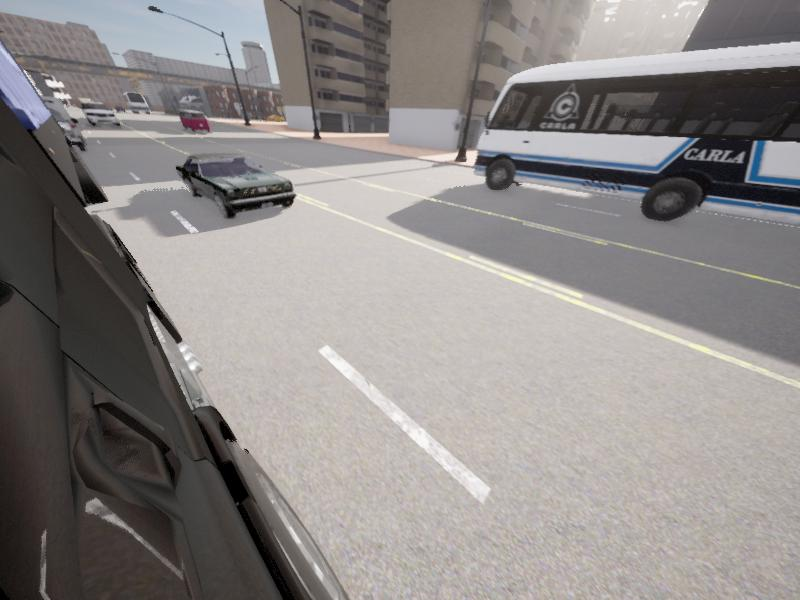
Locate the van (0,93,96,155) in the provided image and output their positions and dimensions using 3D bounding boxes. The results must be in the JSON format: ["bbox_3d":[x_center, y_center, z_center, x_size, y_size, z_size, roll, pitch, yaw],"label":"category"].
[{"bbox_3d":[-20.991,-10.494,13.687,6.366,2.431,2.351,31,45,30],"label":"van"}]

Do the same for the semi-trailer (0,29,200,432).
[{"bbox_3d":[-8.623,-3.681,4.263,14.254,4.402,2.717,29,44,30],"label":"semi-trailer"}]

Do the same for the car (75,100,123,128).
[{"bbox_3d":[-33.026,-20.425,25.314,5.566,2.045,2.150,31,45,29],"label":"car"}]

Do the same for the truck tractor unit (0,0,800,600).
[{"bbox_3d":[-2.645,-0.295,0.351,6.516,4.208,3.053,28,44,30],"label":"truck tractor unit"}]

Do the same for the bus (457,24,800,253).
[{"bbox_3d":[7.982,-5.848,8.456,10.273,4.253,3.944,29,44,31],"label":"bus"}]

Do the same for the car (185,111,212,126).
[{"bbox_3d":[-30.085,-27.106,34.536,3.633,1.501,1.845,31,45,29],"label":"car"}]

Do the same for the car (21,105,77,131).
[{"bbox_3d":[-31.435,-16.360,20.766,4.902,1.511,2.128,31,45,29],"label":"car"}]

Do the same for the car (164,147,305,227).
[{"bbox_3d":[-5.268,-3.773,7.239,4.718,1.301,1.895,30,44,30],"label":"car"}]

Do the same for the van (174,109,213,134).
[{"bbox_3d":[-23.731,-20.593,26.601,4.442,1.987,1.775,31,45,29],"label":"van"}]

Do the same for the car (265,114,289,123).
[{"bbox_3d":[-32.716,-48.176,61.425,1.882,1.535,5.008,31,45,31],"label":"car"}]

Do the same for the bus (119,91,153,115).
[{"bbox_3d":[-69.719,-51.958,61.005,10.273,4.253,3.944,33,46,32],"label":"bus"}]
